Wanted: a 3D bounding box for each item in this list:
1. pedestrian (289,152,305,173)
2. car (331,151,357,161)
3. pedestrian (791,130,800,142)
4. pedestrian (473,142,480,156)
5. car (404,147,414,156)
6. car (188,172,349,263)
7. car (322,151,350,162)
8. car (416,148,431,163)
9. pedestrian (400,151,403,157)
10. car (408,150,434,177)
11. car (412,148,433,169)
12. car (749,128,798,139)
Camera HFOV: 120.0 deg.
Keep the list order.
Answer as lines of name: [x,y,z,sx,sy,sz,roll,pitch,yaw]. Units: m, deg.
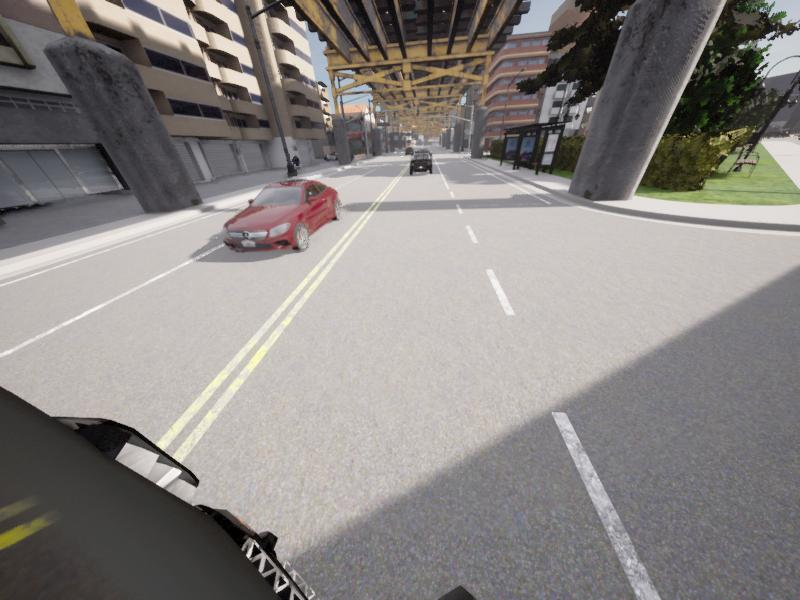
pedestrian: [-10.785,-14.446,24.279,0.751,1.860,0.751,2,34,7]
car: [-11.710,-30.049,48.091,4.974,1.542,2.038,-10,35,-11]
pedestrian: [54.690,-22.553,31.249,0.751,1.860,0.751,0,34,4]
pedestrian: [13.020,-25.841,39.538,0.751,1.860,0.751,0,34,5]
car: [2.185,-33.913,52.658,1.930,1.638,5.238,1,34,6]
car: [-3.207,-2.778,7.000,1.812,1.442,4.674,1,34,6]
car: [-12.438,-27.728,44.702,4.974,1.542,2.038,16,38,26]
car: [3.329,-20.369,32.528,2.038,1.542,4.974,1,34,6]
pedestrian: [0.400,-30.671,48.429,0.500,1.100,0.500,2,34,8]
car: [1.882,-12.091,20.251,1.930,1.638,5.238,1,34,6]
car: [2.587,-16.013,26.039,2.152,1.651,5.027,1,34,6]
car: [72.953,-32.659,45.282,2.163,1.488,4.792,2,34,7]
